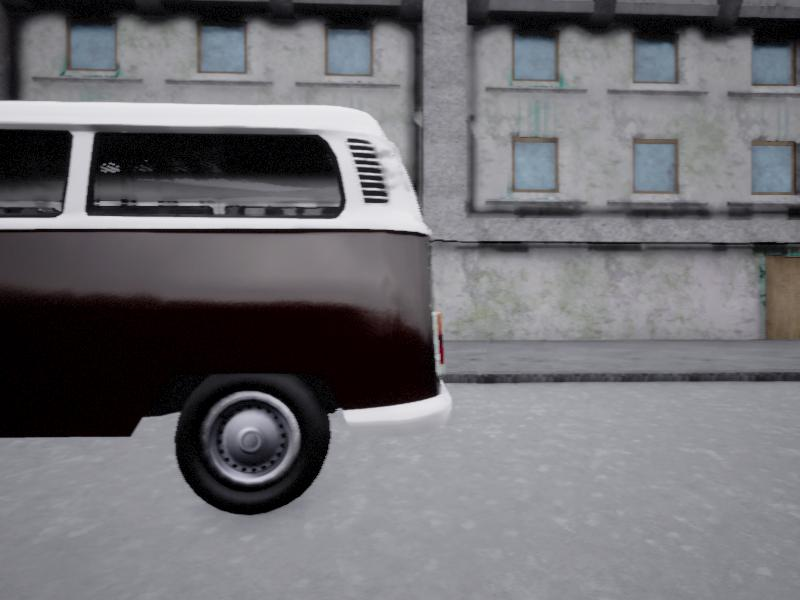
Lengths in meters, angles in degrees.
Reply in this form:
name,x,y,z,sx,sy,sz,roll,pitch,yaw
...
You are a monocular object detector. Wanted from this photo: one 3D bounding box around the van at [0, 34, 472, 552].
name,x,y,z,sx,sy,sz,roll,pitch,yaw
van,-1.981,-0.028,2.592,4.480,2.038,2.069,0,0,-2
